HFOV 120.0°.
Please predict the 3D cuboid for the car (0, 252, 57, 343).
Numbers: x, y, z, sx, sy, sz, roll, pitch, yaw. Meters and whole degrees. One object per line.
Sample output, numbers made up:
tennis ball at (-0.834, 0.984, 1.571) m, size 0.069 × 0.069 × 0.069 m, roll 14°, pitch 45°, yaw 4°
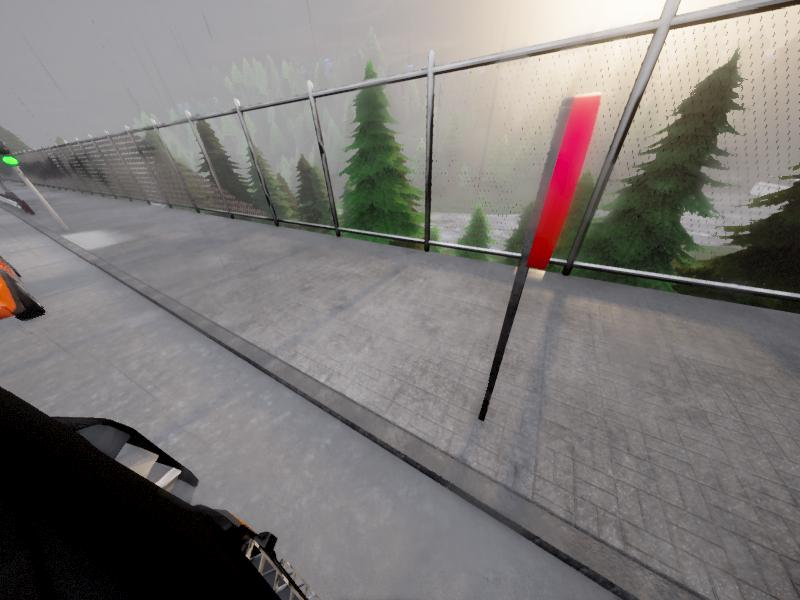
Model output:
car at (-8.169, -0.413, 3.565) m, size 4.553 × 1.767 × 2.097 m, roll 16°, pitch 38°, yaw 26°
